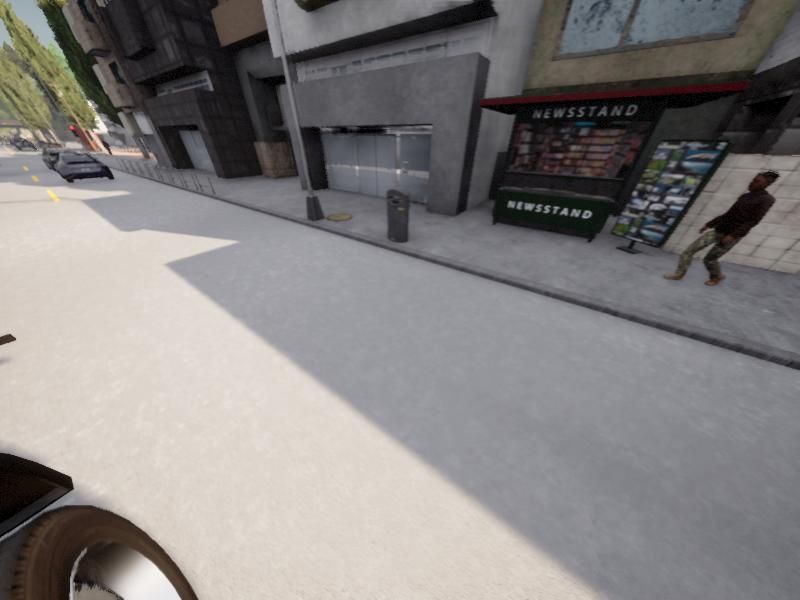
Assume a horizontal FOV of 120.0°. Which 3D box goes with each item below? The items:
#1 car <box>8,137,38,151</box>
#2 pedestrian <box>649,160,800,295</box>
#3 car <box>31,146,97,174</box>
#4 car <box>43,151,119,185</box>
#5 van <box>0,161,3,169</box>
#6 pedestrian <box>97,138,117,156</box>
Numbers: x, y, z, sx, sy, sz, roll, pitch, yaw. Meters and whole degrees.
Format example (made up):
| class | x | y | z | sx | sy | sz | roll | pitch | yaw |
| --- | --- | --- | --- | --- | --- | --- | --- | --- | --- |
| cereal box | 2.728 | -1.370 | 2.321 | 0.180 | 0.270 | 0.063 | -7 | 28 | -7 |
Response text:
| class | x | y | z | sx | sy | sz | roll | pitch | yaw |
| --- | --- | --- | --- | --- | --- | --- | --- | --- | --- |
| car | -65.872 | -27.310 | 40.366 | 4.605 | 1.855 | 1.932 | 23 | 41 | 27 |
| pedestrian | 5.224 | -1.105 | 3.684 | 0.751 | 1.860 | 0.751 | 9 | 36 | 11 |
| car | -25.402 | -10.672 | 17.468 | 4.514 | 1.525 | 2.007 | 22 | 41 | 28 |
| car | -19.424 | -8.135 | 14.065 | 4.181 | 1.385 | 1.994 | 24 | 42 | 30 |
| van | -35.331 | -12.303 | 18.808 | 5.915 | 2.561 | 1.988 | 22 | 41 | 28 |
| pedestrian | -37.132 | -19.432 | 29.259 | 0.751 | 1.860 | 0.751 | 26 | 43 | 32 |
